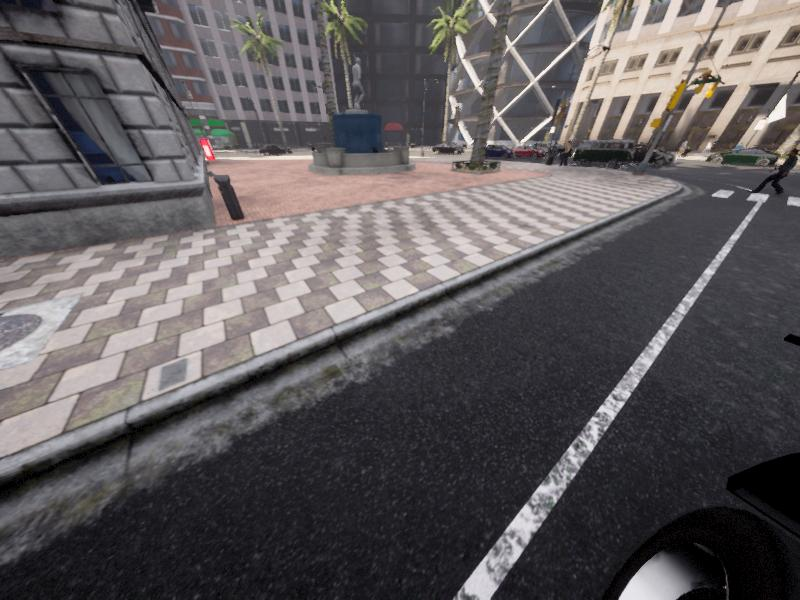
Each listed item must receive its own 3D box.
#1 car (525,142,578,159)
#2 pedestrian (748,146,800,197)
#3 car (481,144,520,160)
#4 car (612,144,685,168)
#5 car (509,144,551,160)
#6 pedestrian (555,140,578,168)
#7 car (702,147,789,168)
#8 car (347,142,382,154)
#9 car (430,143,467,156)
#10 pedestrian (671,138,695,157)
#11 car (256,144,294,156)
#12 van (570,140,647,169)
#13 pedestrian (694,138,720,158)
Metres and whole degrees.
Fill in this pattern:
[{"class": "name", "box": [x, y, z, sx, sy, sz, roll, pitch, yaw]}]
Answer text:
[{"class": "car", "box": [19.488, -19.483, 30.000, 1.930, 1.638, 5.238, -25, 42, -31]}, {"class": "pedestrian", "box": [16.789, -5.663, 10.173, 0.751, 1.860, 0.751, -20, 40, -25]}, {"class": "car", "box": [12.147, -18.021, 28.076, 1.845, 1.501, 3.633, -28, 44, -34]}, {"class": "car", "box": [22.765, -13.382, 21.348, 1.851, 1.617, 3.988, -23, 41, -28]}, {"class": "car", "box": [16.045, -18.449, 28.700, 1.970, 1.475, 3.806, -27, 43, -32]}, {"class": "pedestrian", "box": [13.414, -11.804, 18.649, 0.751, 1.860, 0.751, 10, 36, 14]}, {"class": "car", "box": [31.495, -13.203, 21.238, 1.994, 1.385, 4.181, -22, 41, -28]}, {"class": "car", "box": [-5.876, -25.510, 38.739, 5.238, 1.638, 1.930, 3, 35, 5]}, {"class": "car", "box": [7.371, -22.918, 35.074, 4.902, 1.511, 2.128, 18, 39, 24]}, {"class": "pedestrian", "box": [33.036, -17.776, 26.982, 0.751, 1.860, 0.751, 3, 35, 4]}, {"class": "car", "box": [-19.049, -23.011, 35.457, 4.674, 1.442, 1.812, -8, 36, -11]}, {"class": "van", "box": [18.573, -13.257, 20.873, 1.775, 1.987, 4.442, -20, 39, -26]}, {"class": "pedestrian", "box": [34.854, -17.264, 26.243, 0.751, 1.860, 0.751, 8, 36, 11]}]
